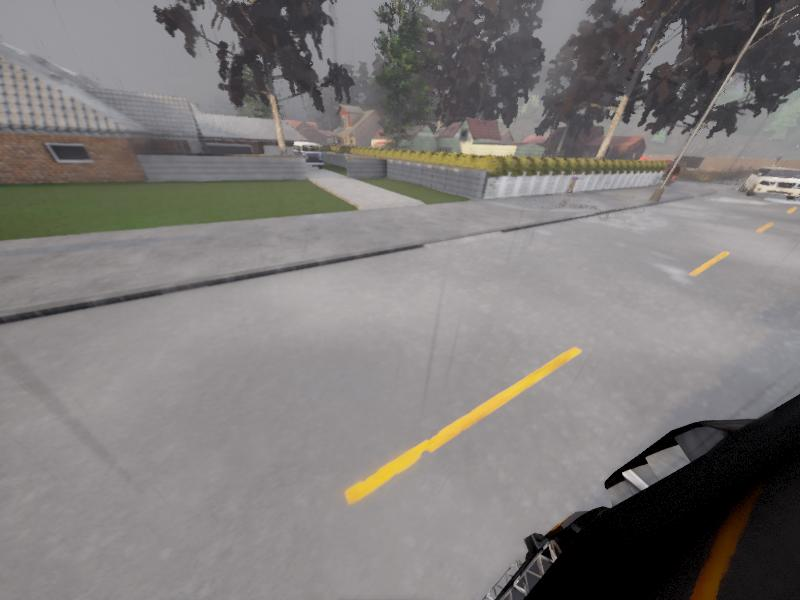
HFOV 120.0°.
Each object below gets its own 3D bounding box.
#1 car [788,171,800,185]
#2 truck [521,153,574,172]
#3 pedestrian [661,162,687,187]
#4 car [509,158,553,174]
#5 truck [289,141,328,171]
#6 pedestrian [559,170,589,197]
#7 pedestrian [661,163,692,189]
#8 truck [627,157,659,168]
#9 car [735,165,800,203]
[{"bbox_3d":[55.116,-16.554,31.113,4.605,1.855,1.932,-16,38,-26],"label":"car"},{"bbox_3d":[22.778,-21.510,36.121,2.390,2.098,6.274,-16,38,-26],"label":"truck"},{"bbox_3d":[24.721,-11.347,20.887,0.751,1.860,0.751,29,42,34],"label":"pedestrian"},{"bbox_3d":[14.685,-14.991,25.897,4.181,1.381,1.994,-16,38,-26],"label":"car"},{"bbox_3d":[-8.391,-13.154,21.024,2.069,2.038,4.478,-16,38,-26],"label":"truck"},{"bbox_3d":[10.350,-6.960,13.778,0.751,1.300,0.751,-16,38,-26],"label":"pedestrian"},{"bbox_3d":[22.800,-10.239,19.079,0.751,1.860,0.751,-14,37,-24],"label":"pedestrian"},{"bbox_3d":[69.182,-39.239,65.801,2.627,2.467,5.204,-16,38,-26],"label":"truck"},{"bbox_3d":[29.087,-9.139,17.934,2.150,2.045,5.566,30,43,34],"label":"car"}]
